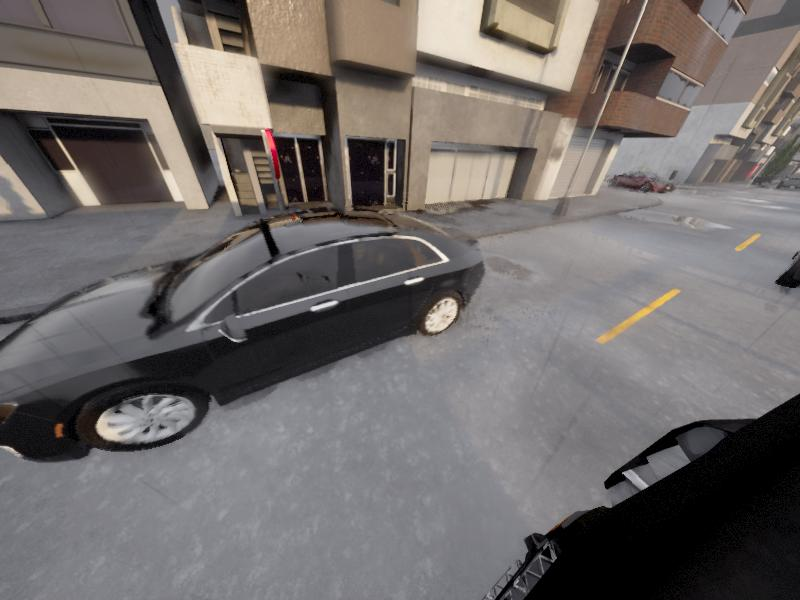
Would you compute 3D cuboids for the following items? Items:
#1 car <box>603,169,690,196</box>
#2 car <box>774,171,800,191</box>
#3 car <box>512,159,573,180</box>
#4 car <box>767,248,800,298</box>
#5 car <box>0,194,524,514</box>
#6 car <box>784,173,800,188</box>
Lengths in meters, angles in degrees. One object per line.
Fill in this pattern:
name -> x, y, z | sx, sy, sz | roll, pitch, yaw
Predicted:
car -> 19.114, -9.343, 18.271 | 1.994, 1.385, 4.181 | -4, 34, -11
car -> 45.534, -13.574, 26.307 | 4.553, 1.767, 2.097 | -16, 38, -26
car -> 15.405, -14.399, 25.368 | 2.152, 1.651, 5.027 | -16, 38, -26
car -> 10.318, -1.015, 4.656 | 4.553, 1.767, 2.097 | -16, 38, -26
car -> -1.077, -0.220, 2.844 | 4.892, 1.490, 1.837 | -16, 38, -26
car -> 51.685, -15.235, 29.480 | 5.366, 1.575, 1.801 | -16, 38, -26
